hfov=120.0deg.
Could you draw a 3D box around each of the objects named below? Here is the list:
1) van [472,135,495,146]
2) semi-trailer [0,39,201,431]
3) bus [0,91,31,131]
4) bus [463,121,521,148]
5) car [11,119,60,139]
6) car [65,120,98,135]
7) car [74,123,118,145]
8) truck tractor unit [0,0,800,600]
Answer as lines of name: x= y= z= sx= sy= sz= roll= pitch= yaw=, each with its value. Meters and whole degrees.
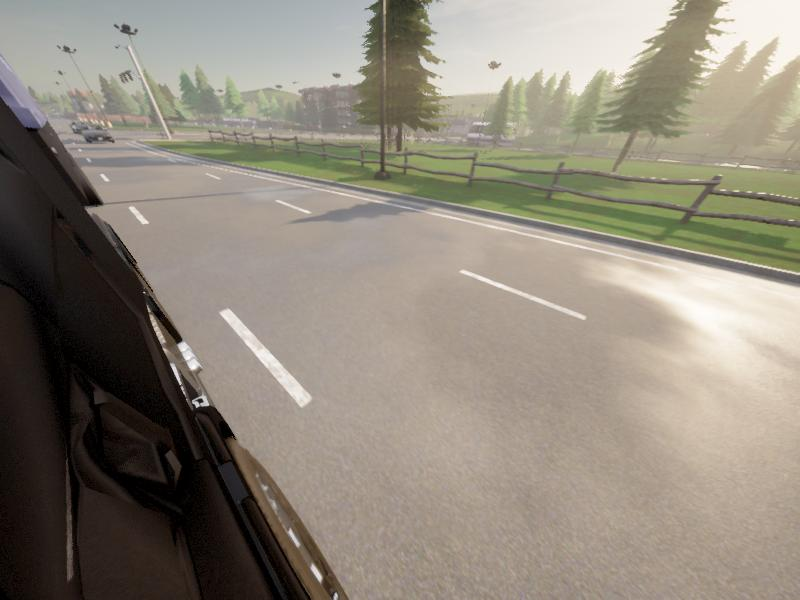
van: x=19.579 y=-37.699 z=54.520 sx=4.442 sy=1.987 sz=1.775 roll=28 pitch=43 yaw=30
semi-trailer: x=-8.700 y=-3.584 z=4.252 sx=14.254 sy=4.402 sz=2.717 roll=28 pitch=43 yaw=30
bus: x=-58.257 y=-27.144 z=33.071 sx=10.273 sy=4.253 sz=3.944 roll=28 pitch=43 yaw=30
bus: x=19.653 y=-35.785 z=50.015 sx=10.273 sy=4.253 sz=3.944 roll=28 pitch=43 yaw=30
car: x=-38.028 y=-17.915 z=24.207 sx=4.902 sy=1.511 sz=2.128 roll=28 pitch=43 yaw=30
car: x=-42.328 y=-22.888 z=30.700 sx=3.806 sy=1.475 sz=1.970 roll=28 pitch=43 yaw=30
car: x=-29.061 y=-15.861 z=22.048 sx=4.193 sy=1.474 sz=1.816 roll=28 pitch=43 yaw=30
truck tractor unit: x=-2.645 y=-0.295 z=0.351 sx=6.516 sy=4.208 sz=3.053 roll=28 pitch=44 yaw=30
